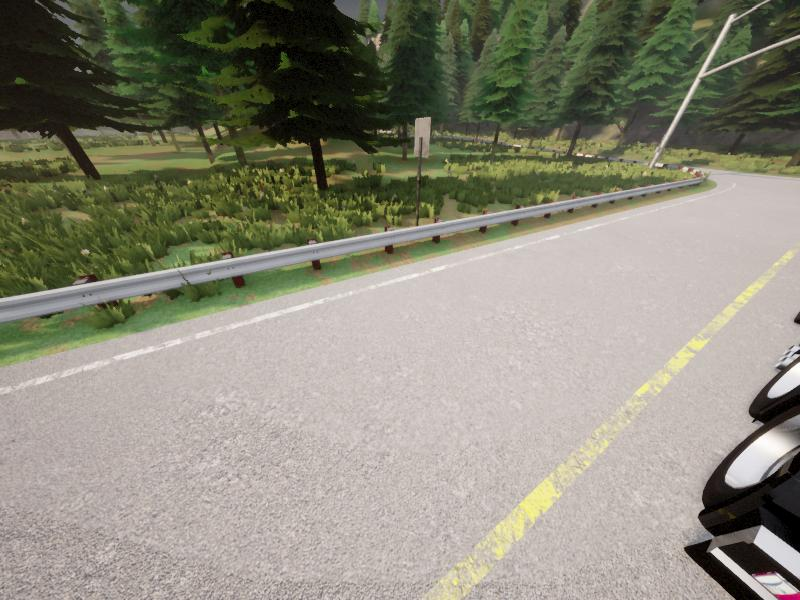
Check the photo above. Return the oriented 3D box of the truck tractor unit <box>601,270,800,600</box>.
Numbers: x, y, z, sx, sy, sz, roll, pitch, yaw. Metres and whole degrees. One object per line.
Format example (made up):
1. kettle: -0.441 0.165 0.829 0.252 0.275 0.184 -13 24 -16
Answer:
1. truck tractor unit: 5.120 -0.292 0.768 6.516 4.208 3.053 -18 39 -24

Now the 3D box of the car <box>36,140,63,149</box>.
1. car: -87.389 -38.848 57.585 3.866 1.878 1.905 9 36 13
